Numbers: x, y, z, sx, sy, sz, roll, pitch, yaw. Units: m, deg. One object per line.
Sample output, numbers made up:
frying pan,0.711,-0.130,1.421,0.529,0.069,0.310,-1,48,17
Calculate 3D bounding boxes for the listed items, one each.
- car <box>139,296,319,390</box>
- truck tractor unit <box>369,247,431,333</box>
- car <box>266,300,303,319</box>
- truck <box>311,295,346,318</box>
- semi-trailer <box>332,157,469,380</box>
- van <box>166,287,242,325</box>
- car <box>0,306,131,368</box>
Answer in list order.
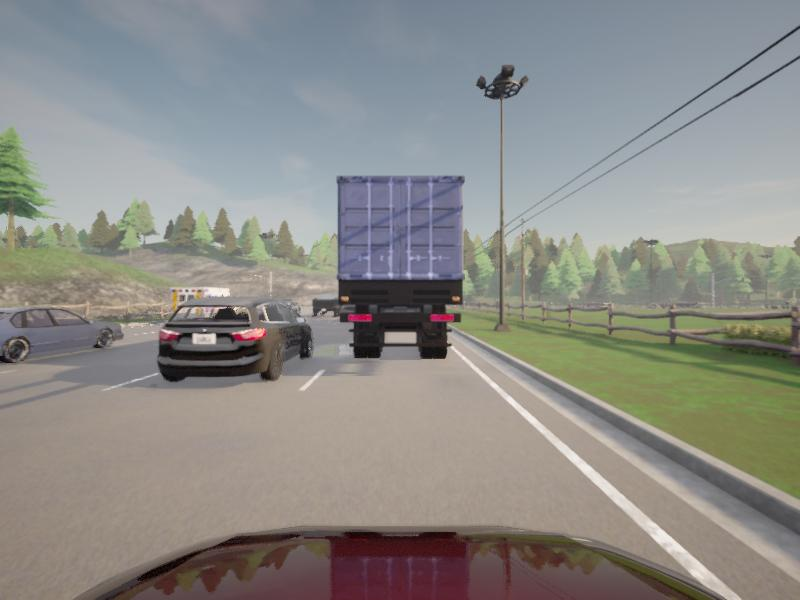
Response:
car,-3.500,0.762,9.384,2.242,1.667,4.611,0,0,0
truck tractor unit,0.017,-0.509,22.944,3.053,4.208,6.516,0,0,0
car,-10.469,0.792,36.693,1.930,1.638,5.238,0,0,0
truck,-6.971,0.564,39.718,2.390,2.098,6.274,0,0,0
semi-trailer,0.015,-0.612,15.027,2.717,4.402,14.254,0,0,0
van,-13.975,0.395,29.127,2.351,2.431,6.366,0,0,0
car,-10.487,0.901,11.378,2.033,1.411,5.357,0,0,0
